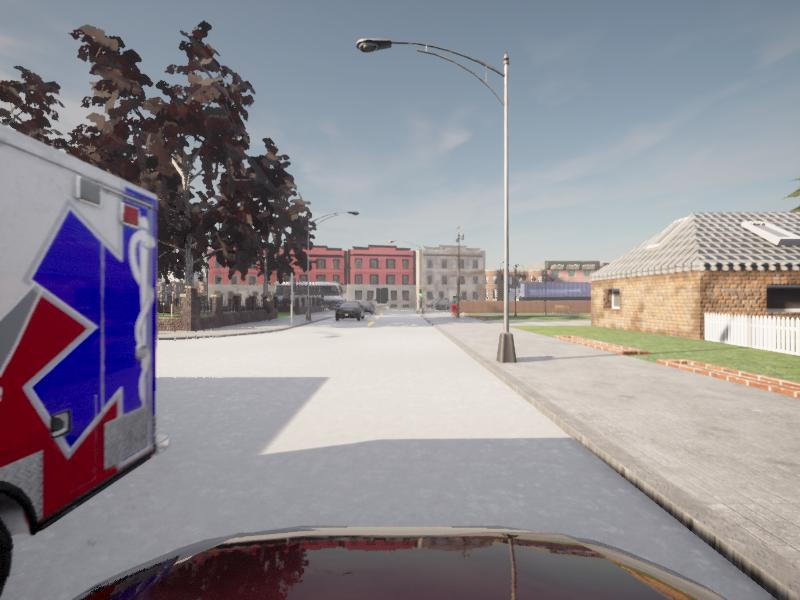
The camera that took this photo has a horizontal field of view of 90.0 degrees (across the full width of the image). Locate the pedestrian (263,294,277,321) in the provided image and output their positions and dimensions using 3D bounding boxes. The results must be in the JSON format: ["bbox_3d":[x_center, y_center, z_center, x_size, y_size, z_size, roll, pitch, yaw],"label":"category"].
[{"bbox_3d":[-9.201,0.534,28.250,0.751,1.860,0.751,0,0,-1],"label":"pedestrian"}]

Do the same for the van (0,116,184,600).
[{"bbox_3d":[-2.952,0.378,0.235,2.351,2.431,6.366,0,0,-2],"label":"van"}]

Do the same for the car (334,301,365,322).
[{"bbox_3d":[-3.937,0.823,32.015,1.882,1.535,5.008,0,0,0],"label":"car"}]

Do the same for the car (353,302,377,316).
[{"bbox_3d":[-3.786,0.895,43.843,2.033,1.411,5.357,0,0,1],"label":"car"}]

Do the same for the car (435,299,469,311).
[{"bbox_3d":[7.567,0.756,58.540,4.611,1.667,2.242,0,0,-2],"label":"car"}]

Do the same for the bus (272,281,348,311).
[{"bbox_3d":[-12.968,-0.534,58.462,10.273,4.253,3.944,0,0,0],"label":"bus"}]

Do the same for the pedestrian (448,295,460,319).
[{"bbox_3d":[4.235,0.533,31.364,0.751,1.860,0.751,0,0,-13],"label":"pedestrian"}]

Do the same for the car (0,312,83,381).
[{"bbox_3d":[-10.170,0.944,8.954,4.718,1.301,1.895,0,0,3],"label":"car"}]

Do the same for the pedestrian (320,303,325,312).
[{"bbox_3d":[-9.214,0.914,47.425,0.500,1.100,0.500,0,0,0],"label":"pedestrian"}]

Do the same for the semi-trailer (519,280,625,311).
[{"bbox_3d":[24.888,-0.617,58.381,14.254,4.402,2.717,0,0,0],"label":"semi-trailer"}]
